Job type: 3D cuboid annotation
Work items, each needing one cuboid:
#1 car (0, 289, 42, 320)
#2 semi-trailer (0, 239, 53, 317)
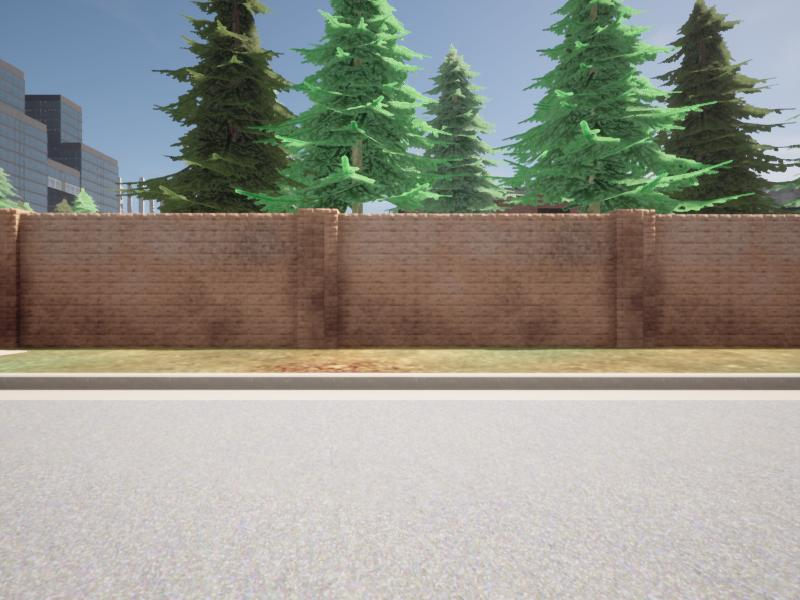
[{"bbox_3d":[-20.329,0.227,19.843,1.845,1.501,3.633,0,0,0],"label":"car"},{"bbox_3d":[-23.827,-1.220,18.818,2.717,4.402,14.254,0,0,0],"label":"semi-trailer"}]
